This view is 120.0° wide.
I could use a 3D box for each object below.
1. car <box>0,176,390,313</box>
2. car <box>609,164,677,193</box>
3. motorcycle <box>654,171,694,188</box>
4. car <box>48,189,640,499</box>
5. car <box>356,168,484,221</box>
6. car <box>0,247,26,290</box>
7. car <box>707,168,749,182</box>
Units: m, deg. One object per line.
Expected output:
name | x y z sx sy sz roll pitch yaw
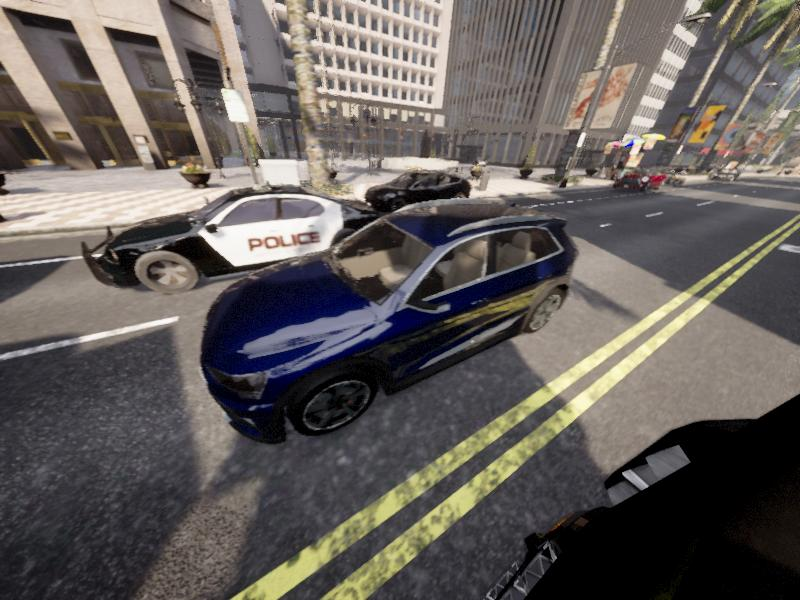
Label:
car | -2.887 -1.565 4.812 4.974 1.542 2.038 -16 37 -26
car | 19.995 -10.106 19.057 4.553 1.767 2.185 -16 38 -26
motorcycle | 26.412 -11.641 22.323 2.356 1.277 0.764 2 33 -1
car | 0.360 -0.314 3.025 4.856 1.649 2.033 -16 37 -26
car | 0.872 -4.618 9.754 4.792 1.488 2.163 -16 38 -26
car | -8.329 -0.135 2.044 4.553 1.767 2.097 -16 37 -25
car | 45.361 -17.365 31.971 4.892 1.521 2.231 -16 38 -26
